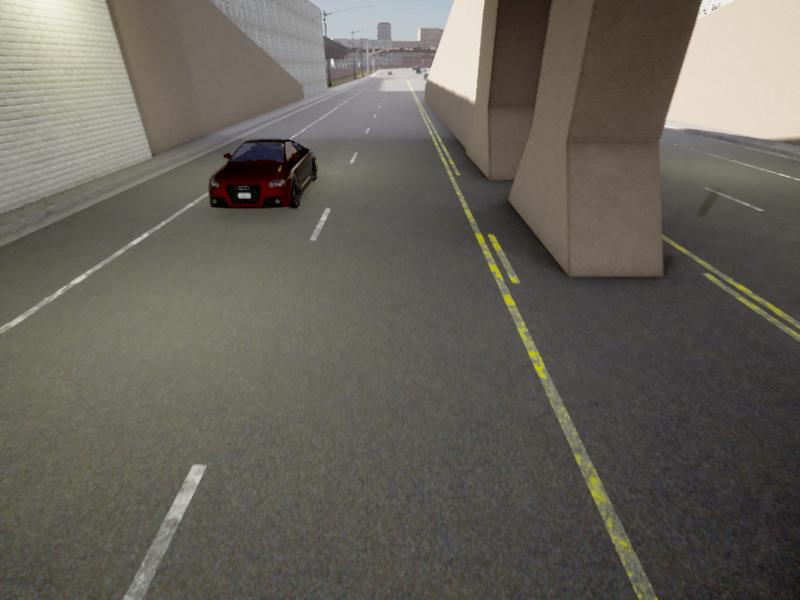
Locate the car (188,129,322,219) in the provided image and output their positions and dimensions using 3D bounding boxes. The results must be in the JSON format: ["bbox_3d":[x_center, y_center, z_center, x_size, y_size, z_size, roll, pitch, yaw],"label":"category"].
[{"bbox_3d":[-3.503,-3.513,10.641,1.994,1.385,4.181,0,30,0],"label":"car"}]

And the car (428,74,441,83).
[{"bbox_3d":[7.138,-45.758,82.671,2.007,1.525,4.514,-2,30,-3],"label":"car"}]
